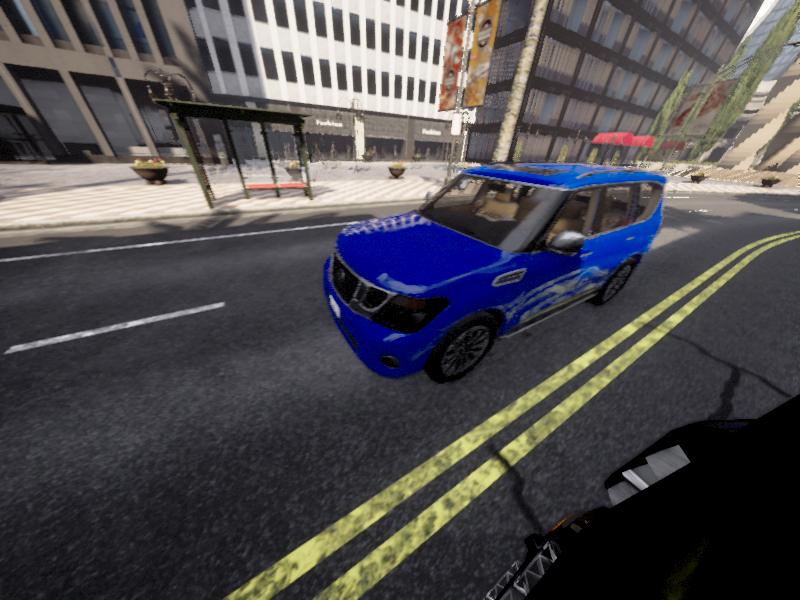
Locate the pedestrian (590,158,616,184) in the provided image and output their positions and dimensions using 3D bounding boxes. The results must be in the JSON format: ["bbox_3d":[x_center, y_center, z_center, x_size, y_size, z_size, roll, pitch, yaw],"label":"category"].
[{"bbox_3d":[17.372,-11.089,19.803,0.751,1.860,0.751,0,34,-4],"label":"pedestrian"}]

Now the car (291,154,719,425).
[{"bbox_3d":[1.706,-0.897,3.543,5.566,2.045,2.150,-16,38,-25],"label":"car"}]
